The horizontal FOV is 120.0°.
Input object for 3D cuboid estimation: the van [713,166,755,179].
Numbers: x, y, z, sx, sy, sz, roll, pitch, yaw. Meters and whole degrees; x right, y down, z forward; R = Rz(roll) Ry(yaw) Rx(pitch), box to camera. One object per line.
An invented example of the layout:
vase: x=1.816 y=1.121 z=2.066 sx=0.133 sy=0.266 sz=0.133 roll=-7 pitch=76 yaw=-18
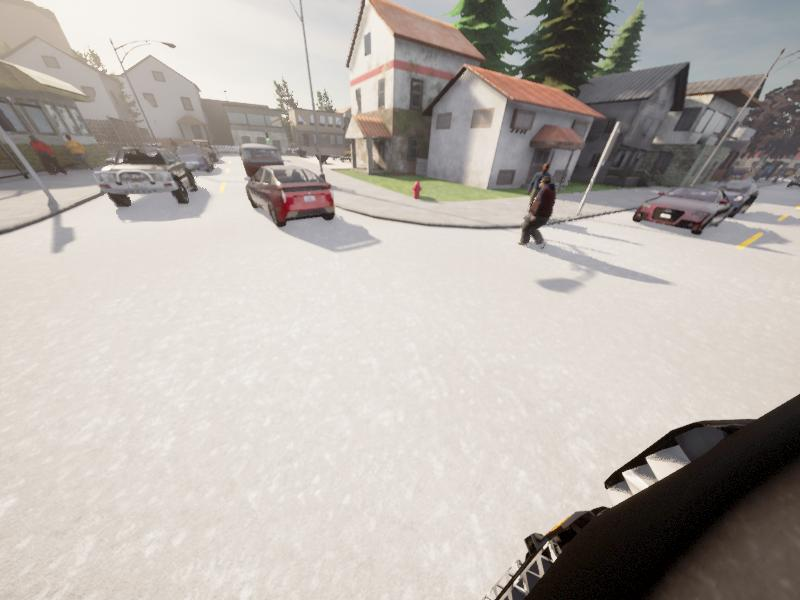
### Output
van: x=68.968 y=-26.476 z=47.804 sx=1.775 sy=1.987 sz=4.442 roll=-16 pitch=38 yaw=-26

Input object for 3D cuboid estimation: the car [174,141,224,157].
car: x=-26.879 y=-20.237 z=30.981 sx=4.902 sy=1.511 sz=2.128 roll=11 pitch=34 yaw=12

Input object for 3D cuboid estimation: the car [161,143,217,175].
car: x=-15.287 y=-10.484 z=17.081 sx=2.033 sy=1.649 sz=4.856 roll=-15 pitch=38 yaw=-25

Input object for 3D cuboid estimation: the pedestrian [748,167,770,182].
pedestrian: x=51.646 y=-18.054 z=33.253 sx=0.751 sy=1.860 sz=0.751 roll=-7 pitch=35 yaw=-14

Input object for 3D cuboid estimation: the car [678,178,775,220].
car: x=16.544 y=-5.229 z=11.732 sx=3.633 sy=1.501 sz=1.845 roll=-16 pitch=38 yaw=-26

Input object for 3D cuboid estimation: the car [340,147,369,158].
car: x=-9.089 y=-29.531 z=46.304 sx=5.366 sy=1.575 sz=1.801 roll=-17 pitch=38 yaw=-27

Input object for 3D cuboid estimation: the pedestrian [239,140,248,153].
pedestrian: x=-27.388 y=-26.881 z=40.402 sx=0.751 sy=1.860 sz=0.751 roll=-20 pitch=40 yaw=-30

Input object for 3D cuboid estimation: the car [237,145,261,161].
car: x=-19.181 y=-18.710 z=29.306 sx=2.163 sy=1.488 sz=4.792 roll=-16 pitch=38 yaw=-26

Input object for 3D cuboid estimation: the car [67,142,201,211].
car: x=-9.679 y=-5.011 z=9.053 sx=1.932 sy=1.855 sz=4.605 roll=-16 pitch=37 yaw=-26

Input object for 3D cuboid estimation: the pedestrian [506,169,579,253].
pedestrian: x=3.555 y=-2.262 z=5.909 sx=0.751 sy=1.860 sz=0.751 roll=-17 pitch=38 yaw=-27

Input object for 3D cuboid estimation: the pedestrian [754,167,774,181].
pedestrian: x=56.245 y=-19.460 z=35.714 sx=0.751 sy=1.860 sz=0.751 roll=-14 pitch=37 yaw=-24

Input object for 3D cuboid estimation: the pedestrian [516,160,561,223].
pedestrian: x=4.882 y=-3.832 z=8.190 sx=0.751 sy=1.860 sz=0.751 roll=20 pitch=37 yaw=24

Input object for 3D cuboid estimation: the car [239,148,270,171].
car: x=-12.795 y=-12.332 z=20.200 sx=1.816 sy=1.474 sz=4.193 roll=-16 pitch=38 yaw=-26

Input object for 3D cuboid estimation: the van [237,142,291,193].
van: x=-7.615 y=-7.443 z=12.778 sx=1.775 sy=1.987 sz=4.442 roll=-16 pitch=38 yaw=-26

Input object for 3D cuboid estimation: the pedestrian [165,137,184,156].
pedestrian: x=-26.506 y=-18.053 z=27.173 sx=0.751 sy=1.860 sz=0.751 roll=-3 pitch=34 yaw=-9

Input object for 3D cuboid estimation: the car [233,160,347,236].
car: x=-3.884 y=-3.733 z=7.893 sx=2.007 sy=1.525 sz=4.514 roll=-23 pitch=41 yaw=-33

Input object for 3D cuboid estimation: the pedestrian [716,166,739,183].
pedestrian: x=40.662 y=-15.596 z=28.695 sx=0.751 sy=1.860 sz=0.751 roll=-19 pitch=39 yaw=-29

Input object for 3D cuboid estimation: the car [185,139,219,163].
car: x=-20.208 y=-15.319 z=23.749 sx=1.905 sy=1.878 sz=3.866 roll=-17 pitch=38 yaw=-27

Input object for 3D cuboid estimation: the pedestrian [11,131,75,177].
pedestrian: x=-17.882 y=-7.317 z=11.652 sx=0.751 sy=1.860 sz=0.751 roll=-11 pitch=36 yaw=-20

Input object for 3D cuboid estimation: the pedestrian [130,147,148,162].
pedestrian: x=-22.080 y=-12.310 z=19.553 sx=0.500 sy=1.100 sz=0.500 roll=-16 pitch=38 yaw=-26

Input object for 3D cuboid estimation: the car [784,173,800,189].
car: x=51.162 y=-15.095 z=29.220 sx=3.988 sy=1.617 sz=1.851 roll=-16 pitch=38 yaw=-26

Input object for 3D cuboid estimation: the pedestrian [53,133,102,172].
pedestrian: x=-18.952 y=-8.679 z=13.636 sx=0.751 sy=1.860 sz=0.751 roll=-10 pitch=36 yaw=-19

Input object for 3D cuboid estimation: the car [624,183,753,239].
car: x=11.387 y=-3.695 z=9.167 sx=4.181 sy=1.385 sz=1.994 roll=-16 pitch=38 yaw=-26

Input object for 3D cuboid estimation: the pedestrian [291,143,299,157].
pedestrian: x=-16.295 y=-23.243 z=35.769 sx=0.751 sy=1.860 sz=0.751 roll=-10 pitch=36 yaw=-18

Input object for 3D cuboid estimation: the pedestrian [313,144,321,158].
pedestrian: x=-13.482 y=-24.269 z=37.533 sx=0.751 sy=1.860 sz=0.751 roll=-15 pitch=37 yaw=-25
